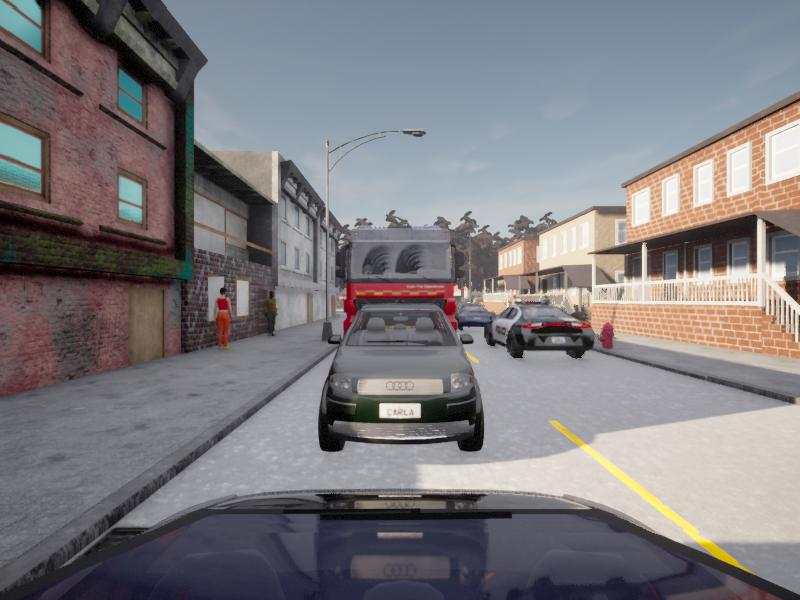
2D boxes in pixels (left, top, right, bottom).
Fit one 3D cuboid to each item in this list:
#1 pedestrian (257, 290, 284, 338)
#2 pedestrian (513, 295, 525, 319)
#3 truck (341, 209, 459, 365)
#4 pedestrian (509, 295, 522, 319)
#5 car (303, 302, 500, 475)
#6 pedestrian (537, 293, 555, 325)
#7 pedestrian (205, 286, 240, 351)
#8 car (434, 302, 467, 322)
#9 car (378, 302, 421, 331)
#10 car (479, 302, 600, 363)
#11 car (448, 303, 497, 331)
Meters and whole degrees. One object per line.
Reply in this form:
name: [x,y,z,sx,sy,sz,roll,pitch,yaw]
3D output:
pedestrian: [-5.176,0.533,16.041,0.751,1.860,0.751,0,0,40]
pedestrian: [9.283,0.533,31.155,0.751,1.860,0.751,0,0,1]
truck: [-0.010,-0.321,14.022,2.891,3.827,8.468,0,0,0]
pedestrian: [9.219,0.533,31.960,0.751,1.860,0.751,0,0,0]
car: [0.007,0.815,5.489,1.789,1.549,3.705,0,0,0]
pedestrian: [8.644,0.533,23.743,0.751,1.860,0.751,0,0,-9]
pedestrian: [-5.238,0.533,11.850,0.751,1.860,0.751,0,0,-7]
car: [3.960,0.894,32.217,2.033,1.411,5.357,0,0,0]
car: [-0.021,0.851,22.747,2.163,1.488,4.792,0,0,0]
car: [4.001,0.824,12.538,2.038,1.542,4.974,0,0,0]
car: [3.978,0.908,22.596,1.994,1.385,4.181,0,0,0]
